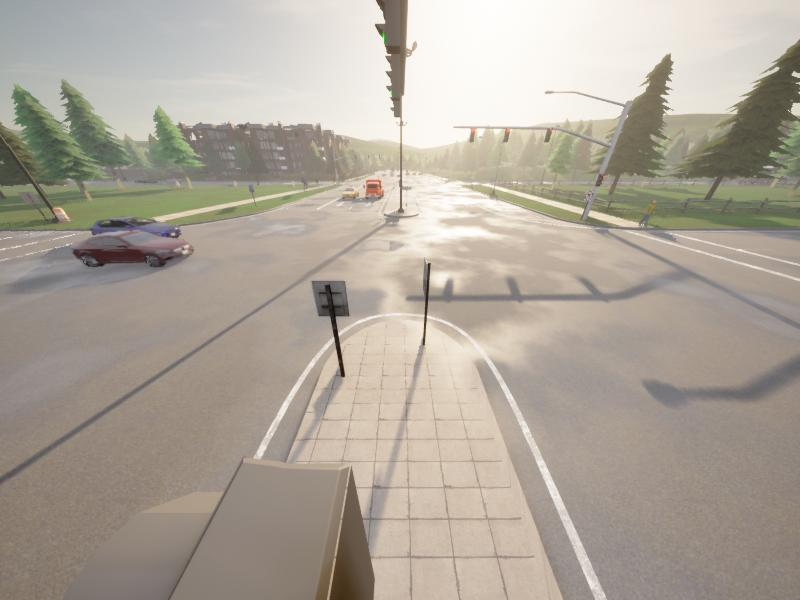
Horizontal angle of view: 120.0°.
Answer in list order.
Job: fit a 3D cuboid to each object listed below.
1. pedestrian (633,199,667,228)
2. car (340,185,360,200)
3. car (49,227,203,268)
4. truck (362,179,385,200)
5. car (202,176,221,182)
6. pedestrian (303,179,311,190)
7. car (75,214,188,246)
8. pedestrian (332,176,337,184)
[{"bbox_3d":[18.172,-6.315,16.829,0.751,1.860,0.751,1,30,2],"label":"pedestrian"},{"bbox_3d":[-7.276,-15.902,34.069,1.801,1.575,5.366,0,30,0],"label":"car"},{"bbox_3d":[-12.746,-2.540,11.062,4.674,1.442,1.812,0,30,0],"label":"car"},{"bbox_3d":[-3.776,-16.284,33.842,2.627,2.467,5.204,0,30,0],"label":"truck"},{"bbox_3d":[-57.227,-36.758,70.203,3.633,1.501,1.845,0,30,0],"label":"car"},{"bbox_3d":[-17.895,-22.222,44.382,0.751,1.860,0.751,2,30,4],"label":"pedestrian"},{"bbox_3d":[-16.069,-4.299,14.078,4.193,1.474,1.816,0,30,0],"label":"car"},{"bbox_3d":[-17.178,-31.408,60.600,0.751,1.860,0.751,1,30,2],"label":"pedestrian"}]
